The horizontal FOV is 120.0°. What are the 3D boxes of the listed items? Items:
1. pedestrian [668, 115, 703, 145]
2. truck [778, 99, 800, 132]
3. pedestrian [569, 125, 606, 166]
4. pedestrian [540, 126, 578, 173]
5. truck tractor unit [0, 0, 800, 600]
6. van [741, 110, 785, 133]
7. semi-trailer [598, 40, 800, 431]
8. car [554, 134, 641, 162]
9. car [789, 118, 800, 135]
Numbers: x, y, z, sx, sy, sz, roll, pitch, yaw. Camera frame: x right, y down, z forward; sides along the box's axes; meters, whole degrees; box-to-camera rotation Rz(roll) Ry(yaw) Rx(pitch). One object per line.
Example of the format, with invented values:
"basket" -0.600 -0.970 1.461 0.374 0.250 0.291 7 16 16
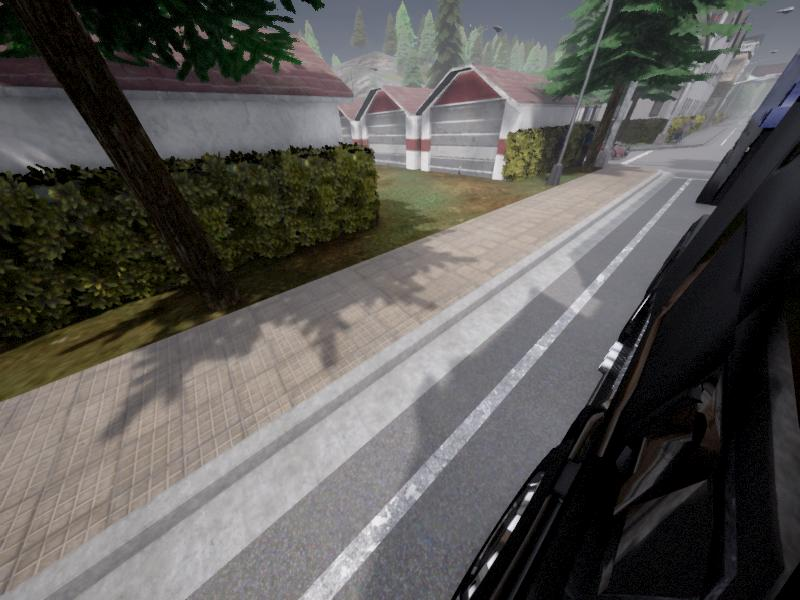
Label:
"pedestrian" 22.612 -13.460 18.339 0.751 1.860 0.751 -15 39 -16
"truck" 50.092 -22.935 27.908 8.468 3.827 2.891 -28 44 -30
"pedestrian" 10.648 -8.788 13.179 0.751 1.860 0.751 -20 40 -22
"pedestrian" 7.848 -7.443 11.481 0.751 1.860 0.751 -24 42 -26
"truck tractor unit" 2.645 -0.295 0.351 6.516 4.208 3.053 -28 44 -30
"van" 44.653 -22.032 28.536 4.480 2.038 2.069 -28 44 -30
"semi-trailer" 8.677 -3.623 4.245 14.254 4.402 2.717 -28 44 -30
"car" 13.928 -10.967 16.586 1.994 1.385 4.181 -28 44 -30
"car" 43.332 -18.359 24.139 4.974 1.542 2.038 -28 44 -30
